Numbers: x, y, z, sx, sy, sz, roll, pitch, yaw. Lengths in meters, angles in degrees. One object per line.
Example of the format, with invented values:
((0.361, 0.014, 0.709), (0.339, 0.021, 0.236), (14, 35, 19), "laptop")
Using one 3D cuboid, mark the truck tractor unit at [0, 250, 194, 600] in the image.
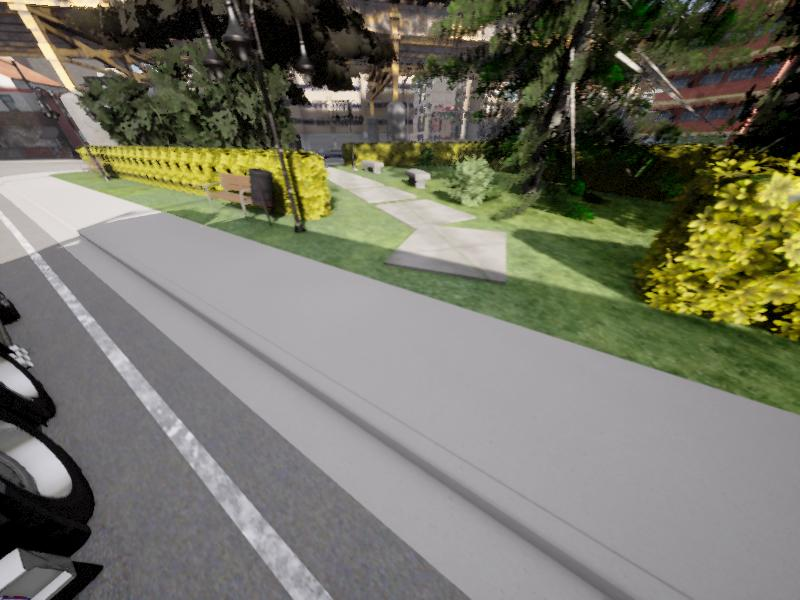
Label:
((-5.089, -0.321, 0.819), (6.516, 4.208, 3.053), (19, 39, 25), "truck tractor unit")
